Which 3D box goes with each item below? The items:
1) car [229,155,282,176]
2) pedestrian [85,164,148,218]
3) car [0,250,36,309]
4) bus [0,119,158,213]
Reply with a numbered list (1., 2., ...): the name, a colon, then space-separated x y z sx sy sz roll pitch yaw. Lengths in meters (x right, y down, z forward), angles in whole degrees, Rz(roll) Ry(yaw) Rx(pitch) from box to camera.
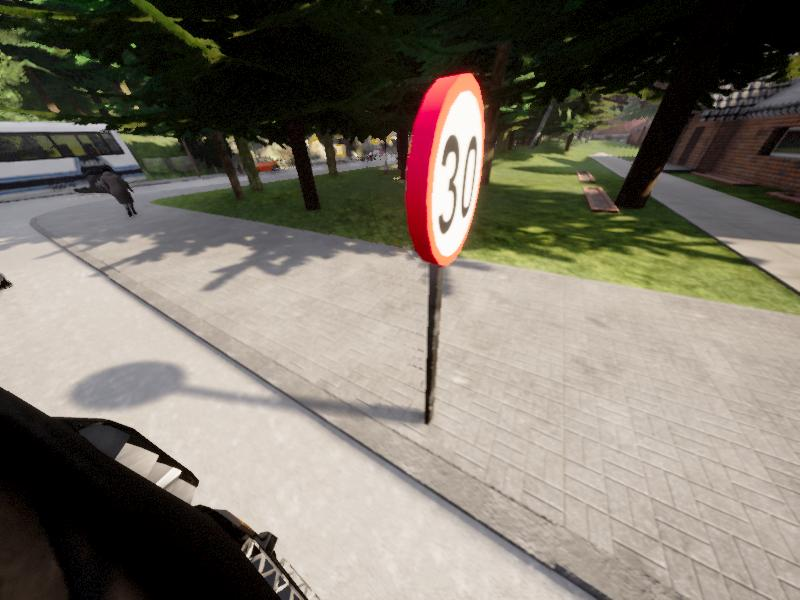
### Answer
1. car: -16.717 -15.762 27.051 2.097 1.767 4.553 16 38 26
2. pedestrian: -11.451 -4.436 9.435 0.751 1.860 0.751 -24 39 -29
3. car: -9.880 -0.786 4.509 5.357 1.411 2.033 16 38 26
4. bus: -23.693 -8.627 14.624 3.944 4.253 10.273 9 37 16
